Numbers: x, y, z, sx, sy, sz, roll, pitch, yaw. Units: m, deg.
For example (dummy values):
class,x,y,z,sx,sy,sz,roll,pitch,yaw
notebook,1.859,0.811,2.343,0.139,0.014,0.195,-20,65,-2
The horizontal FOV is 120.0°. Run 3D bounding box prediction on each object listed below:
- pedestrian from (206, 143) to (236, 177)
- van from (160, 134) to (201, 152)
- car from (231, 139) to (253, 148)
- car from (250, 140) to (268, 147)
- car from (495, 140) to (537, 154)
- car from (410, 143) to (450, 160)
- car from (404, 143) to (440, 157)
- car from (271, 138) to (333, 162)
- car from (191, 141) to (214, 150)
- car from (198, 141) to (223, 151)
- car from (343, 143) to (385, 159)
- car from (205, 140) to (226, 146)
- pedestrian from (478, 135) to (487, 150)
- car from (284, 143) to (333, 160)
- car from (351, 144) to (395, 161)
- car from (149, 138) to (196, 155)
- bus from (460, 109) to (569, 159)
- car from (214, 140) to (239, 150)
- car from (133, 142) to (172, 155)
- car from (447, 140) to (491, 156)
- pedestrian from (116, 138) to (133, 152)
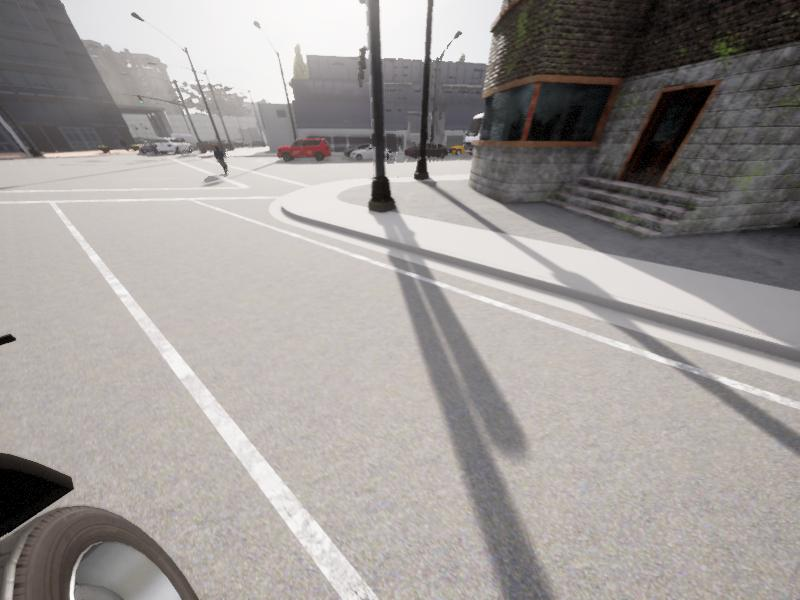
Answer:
class,x,y,z,sx,sy,sz,roll,pitch,yaw
pedestrian,-11.705,-9.176,15.148,0.751,1.860,0.751,29,44,34
van,-38.691,-27.854,40.945,1.988,2.561,5.915,-5,36,-7
car,-37.320,-37.021,54.736,1.930,1.638,5.238,-2,35,-3
car,-36.959,-41.067,60.621,1.816,1.474,4.193,5,35,6
car,15.683,-20.813,31.335,4.674,1.442,1.812,-6,36,-7
car,3.404,-17.350,26.893,4.193,1.474,1.816,-6,36,-7
car,2.749,-19.281,29.722,4.181,1.385,1.994,-5,36,-6
car,-10.276,-16.175,24.911,5.566,2.045,2.150,-6,36,-8
car,-39.823,-31.247,46.626,1.845,1.501,3.633,-6,36,-8
car,-35.633,-29.083,43.633,1.816,1.474,4.193,-5,36,-7
car,-4.482,-18.567,28.761,4.892,1.490,1.837,-6,36,-7
car,-53.603,-45.678,67.102,5.357,1.411,2.033,13,37,17
pedestrian,13.130,-25.148,36.871,0.751,1.860,0.751,-8,36,-12
car,-10.878,-17.957,27.883,5.008,1.535,1.882,-6,35,-8
car,-3.073,-16.643,26.062,4.674,1.442,1.812,-6,36,-7
car,-33.976,-23.222,34.837,2.150,2.045,5.566,-5,36,-7
bus,12.917,-19.500,27.184,10.273,4.253,3.944,-7,36,-7
car,-36.654,-32.988,49.021,1.930,1.638,5.238,-5,36,-7
car,-37.513,-23.159,35.218,1.816,1.474,4.193,-5,36,-8
car,9.013,-20.064,30.475,5.008,1.535,1.882,-7,36,-7
pedestrian,-42.081,-23.665,35.271,0.751,1.860,0.751,-11,37,-16
